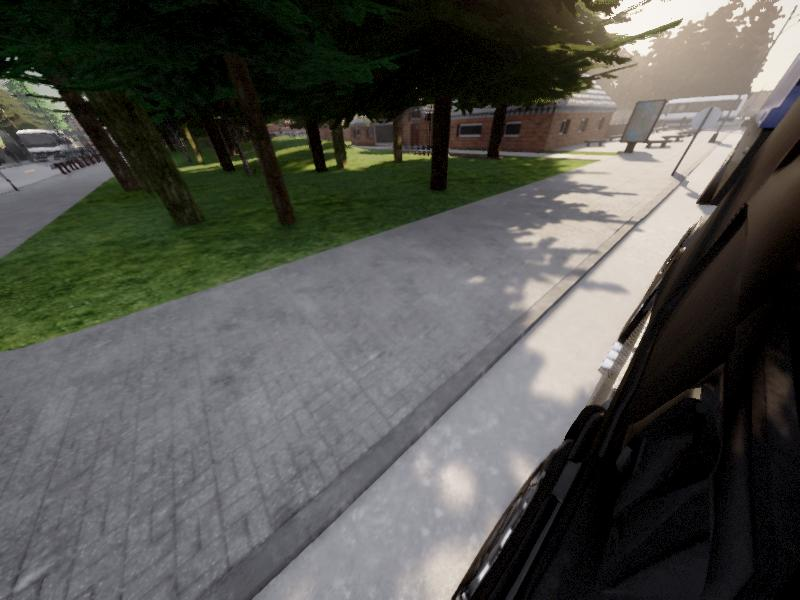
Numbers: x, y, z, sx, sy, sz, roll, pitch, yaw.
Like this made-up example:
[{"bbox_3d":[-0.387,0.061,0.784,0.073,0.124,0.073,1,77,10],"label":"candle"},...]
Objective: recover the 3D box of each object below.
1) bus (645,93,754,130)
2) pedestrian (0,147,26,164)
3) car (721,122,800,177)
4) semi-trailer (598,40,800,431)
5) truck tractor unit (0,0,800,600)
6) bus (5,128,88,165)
[{"bbox_3d":[50.203,-31.989,39.653,10.273,4.253,3.944,25,45,32],"label":"bus"},{"bbox_3d":[-51.756,-19.298,30.866,0.751,1.860,0.751,-16,39,-17],"label":"pedestrian"},{"bbox_3d":[16.973,-6.893,10.391,4.611,1.667,2.242,-28,44,-30],"label":"car"},{"bbox_3d":[8.695,-3.607,4.232,14.254,4.402,2.717,-28,44,-30],"label":"semi-trailer"},{"bbox_3d":[2.645,-0.295,0.351,6.516,4.208,3.053,-28,44,-30],"label":"truck tractor unit"},{"bbox_3d":[-55.848,-24.801,37.163,3.944,4.253,10.273,-28,44,-30],"label":"bus"}]
